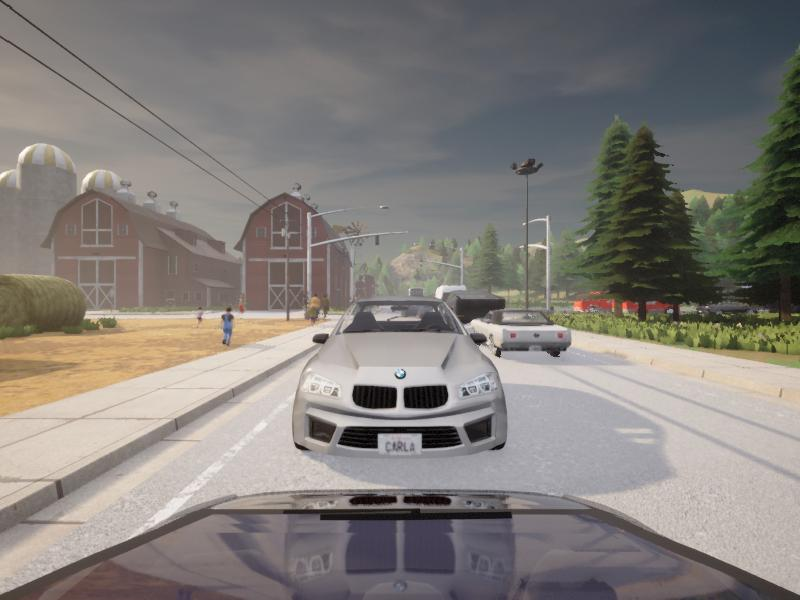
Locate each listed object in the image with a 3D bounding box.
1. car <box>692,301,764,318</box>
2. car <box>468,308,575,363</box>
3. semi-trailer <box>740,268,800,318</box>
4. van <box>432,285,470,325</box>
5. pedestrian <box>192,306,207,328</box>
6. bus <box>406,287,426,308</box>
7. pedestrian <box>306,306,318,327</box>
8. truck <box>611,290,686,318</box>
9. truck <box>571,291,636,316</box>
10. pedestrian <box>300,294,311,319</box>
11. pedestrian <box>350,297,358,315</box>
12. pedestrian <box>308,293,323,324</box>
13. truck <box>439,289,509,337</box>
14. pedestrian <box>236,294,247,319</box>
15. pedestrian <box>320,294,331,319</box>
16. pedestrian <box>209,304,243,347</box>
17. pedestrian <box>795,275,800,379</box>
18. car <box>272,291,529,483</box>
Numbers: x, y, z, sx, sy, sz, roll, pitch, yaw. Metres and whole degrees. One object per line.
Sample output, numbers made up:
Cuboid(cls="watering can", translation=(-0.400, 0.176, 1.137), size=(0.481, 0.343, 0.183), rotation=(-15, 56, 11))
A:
Cuboid(cls="car", translation=(30.111, 0.847, 36.878), size=(4.902, 1.511, 2.128), rotation=(0, 0, 0))
Cuboid(cls="car", translation=(3.490, 0.954, 12.529), size=(1.895, 1.301, 4.718), rotation=(0, 0, 0))
Cuboid(cls="semi-trailer", translation=(39.550, -0.617, 36.831), size=(14.254, 4.402, 2.717), rotation=(0, 0, 0))
Cuboid(cls="van", translation=(3.484, 0.344, 28.385), size=(1.988, 2.561, 5.915), rotation=(0, 0, 0))
Cuboid(cls="pedestrian", translation=(-10.218, 0.855, 20.364), size=(0.500, 1.100, 0.500), rotation=(0, 0, 25))
Cuboid(cls="bus", translation=(3.322, -0.467, 87.181), size=(3.944, 4.253, 10.273), rotation=(0, 0, 0))
Cuboid(cls="pedestrian", translation=(-4.685, 0.882, 21.313), size=(0.500, 1.100, 0.500), rotation=(0, 0, 3))
Cuboid(cls="truck", translation=(22.660, 0.355, 36.680), size=(5.204, 2.467, 2.627), rotation=(0, 0, -1))
Cuboid(cls="truck", translation=(20.277, 0.358, 40.129), size=(5.204, 2.467, 2.627), rotation=(0, 0, -1))
Cuboid(cls="pedestrian", translation=(-7.283, 0.486, 30.732), size=(0.751, 1.860, 0.751), rotation=(0, 0, -20))
Cuboid(cls="pedestrian", translation=(-4.749, 0.643, 41.539), size=(0.751, 1.860, 0.751), rotation=(0, 0, 0))
Cuboid(cls="pedestrian", translation=(-5.049, 0.501, 23.871), size=(0.751, 1.860, 0.751), rotation=(0, 0, 1))
Cuboid(cls="truck", translation=(3.484, 0.558, 20.312), size=(2.390, 2.098, 6.274), rotation=(0, 0, 0))
Cuboid(cls="pedestrian", translation=(-11.832, 0.484, 29.785), size=(0.751, 1.860, 0.751), rotation=(0, 0, -22))
Cuboid(cls="pedestrian", translation=(-5.687, 0.492, 30.490), size=(0.751, 1.860, 0.751), rotation=(0, 0, -5))
Cuboid(cls="pedestrian", translation=(-5.390, 0.765, 12.430), size=(0.751, 1.300, 0.751), rotation=(0, 0, -6))
Cuboid(cls="pedestrian", translation=(7.489, 0.491, 6.842), size=(0.751, 1.860, 0.751), rotation=(0, 0, 8))
Cuboid(cls="car", translation=(-0.008, 0.761, 5.796), size=(2.242, 1.667, 4.611), rotation=(0, 0, 0))
